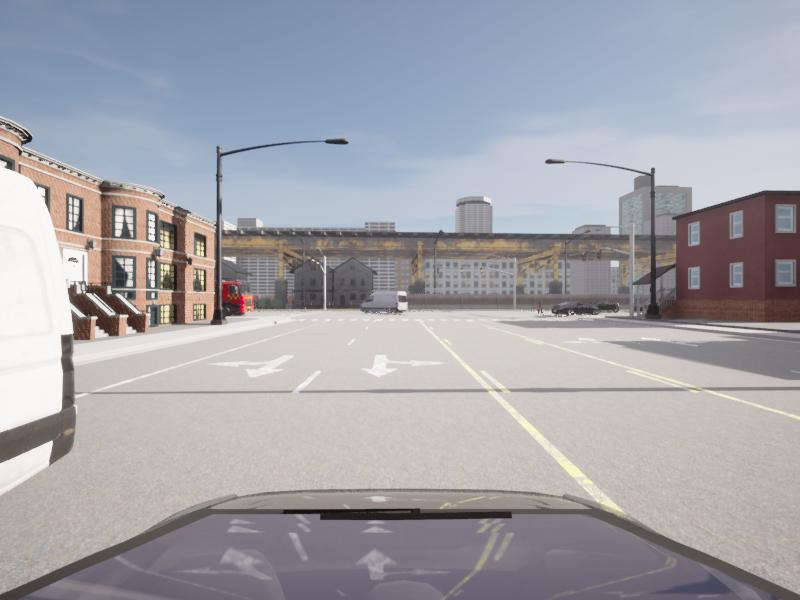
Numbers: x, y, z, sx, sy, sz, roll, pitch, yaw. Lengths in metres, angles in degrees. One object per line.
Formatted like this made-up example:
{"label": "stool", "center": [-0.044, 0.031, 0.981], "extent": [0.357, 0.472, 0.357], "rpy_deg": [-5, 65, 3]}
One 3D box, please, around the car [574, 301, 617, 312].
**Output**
{"label": "car", "center": [26.137, 0.844, 53.509], "extent": [4.892, 1.490, 1.837], "rpy_deg": [0, 0, 0]}

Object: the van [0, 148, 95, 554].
{"label": "van", "center": [-3.510, 0.322, 0.351], "extent": [1.988, 2.561, 5.915], "rpy_deg": [0, 0, 0]}

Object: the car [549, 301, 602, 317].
{"label": "car", "center": [17.063, 0.870, 38.961], "extent": [4.674, 1.442, 1.812], "rpy_deg": [0, 0, -18]}

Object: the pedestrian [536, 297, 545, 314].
{"label": "pedestrian", "center": [16.229, 0.637, 46.188], "extent": [0.751, 1.860, 0.751], "rpy_deg": [0, 0, 2]}

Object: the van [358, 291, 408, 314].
{"label": "van", "center": [-2.029, 0.322, 46.771], "extent": [5.915, 2.561, 1.988], "rpy_deg": [0, -1, 36]}

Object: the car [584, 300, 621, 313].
{"label": "car", "center": [25.327, 0.815, 50.007], "extent": [3.705, 1.549, 1.789], "rpy_deg": [0, 0, 0]}

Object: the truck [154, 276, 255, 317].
{"label": "truck", "center": [-19.040, -0.321, 39.318], "extent": [8.468, 3.827, 2.891], "rpy_deg": [0, 0, 0]}
